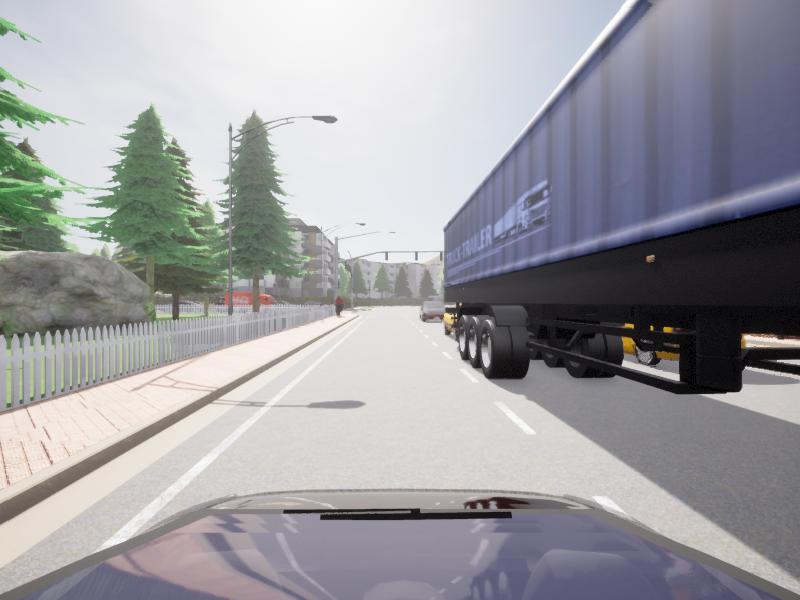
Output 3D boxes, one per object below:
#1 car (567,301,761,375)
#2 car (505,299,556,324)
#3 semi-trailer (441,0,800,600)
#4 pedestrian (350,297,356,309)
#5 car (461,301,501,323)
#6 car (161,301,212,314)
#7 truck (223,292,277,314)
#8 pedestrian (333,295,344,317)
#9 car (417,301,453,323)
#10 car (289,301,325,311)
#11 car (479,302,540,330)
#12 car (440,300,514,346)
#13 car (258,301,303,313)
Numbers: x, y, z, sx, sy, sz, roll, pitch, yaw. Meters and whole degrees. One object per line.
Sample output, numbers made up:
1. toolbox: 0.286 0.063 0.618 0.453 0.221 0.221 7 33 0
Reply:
1. car: 6.715 0.823 11.059 1.882 1.535 5.008 0 0 -3
2. car: 9.528 0.778 29.605 2.033 1.649 4.856 0 0 -2
3. semi-trailer: 3.062 -0.619 6.799 2.717 4.402 14.254 0 0 -2
4. pedestrian: -7.527 0.490 63.941 0.751 1.860 0.751 0 0 11
5. car: 6.005 0.823 30.287 1.882 1.535 5.008 0 0 -2
6. car: -24.545 0.845 46.090 4.892 1.490 1.837 0 0 0
7. truck: -17.188 0.357 46.139 5.204 2.467 2.627 0 0 0
8. pedestrian: -5.039 0.487 32.901 0.751 1.860 0.751 0 0 0
9. car: 2.512 0.851 29.955 2.163 1.488 4.792 0 0 -1
10. car: -13.170 0.869 56.658 4.674 1.442 1.812 0 0 -1
11. car: 6.233 0.851 23.454 2.163 1.488 4.792 0 0 -2
12. car: 2.934 0.814 16.467 1.801 1.575 5.366 -1 0 -2
13. car: -14.752 0.836 49.654 4.902 1.511 2.128 0 0 0
